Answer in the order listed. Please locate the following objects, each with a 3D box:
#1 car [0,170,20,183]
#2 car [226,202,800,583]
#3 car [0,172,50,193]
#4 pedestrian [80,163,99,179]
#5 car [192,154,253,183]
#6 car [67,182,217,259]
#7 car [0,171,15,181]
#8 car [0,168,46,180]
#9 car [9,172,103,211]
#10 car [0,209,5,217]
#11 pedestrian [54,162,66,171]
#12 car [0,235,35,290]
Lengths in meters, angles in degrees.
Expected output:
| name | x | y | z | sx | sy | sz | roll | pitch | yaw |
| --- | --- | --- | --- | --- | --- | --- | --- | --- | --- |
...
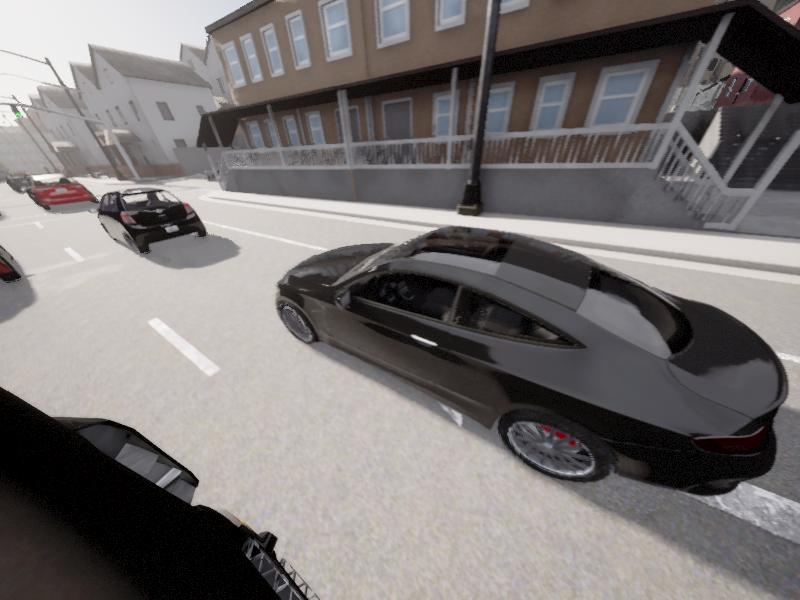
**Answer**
| name | x | y | z | sx | sy | sz | roll | pitch | yaw |
| --- | --- | --- | --- | --- | --- | --- | --- | --- | --- |
| car | -63.917 | -19.953 | 37.191 | 4.856 | 1.649 | 2.033 | 17 | 38 | 27 |
| car | 0.433 | -0.026 | 2.656 | 4.674 | 1.442 | 1.812 | 17 | 39 | 28 |
| car | -37.723 | -11.826 | 23.145 | 4.514 | 1.525 | 2.007 | 17 | 38 | 27 |
| pedestrian | -43.199 | -17.930 | 32.132 | 0.751 | 1.860 | 0.751 | 22 | 41 | 32 |
| car | -19.384 | -14.604 | 25.531 | 2.033 | 1.649 | 4.856 | 16 | 47 | 26 |
| car | -7.848 | -2.616 | 7.084 | 3.633 | 1.501 | 1.845 | 17 | 38 | 27 |
| car | -71.081 | -22.058 | 41.115 | 4.181 | 1.385 | 1.994 | 17 | 38 | 27 |
| car | -79.101 | -26.517 | 48.422 | 1.801 | 1.575 | 5.366 | -4 | 35 | -1 |
| car | -20.997 | -6.726 | 14.116 | 4.611 | 1.667 | 2.242 | 17 | 38 | 27 |
| car | -23.159 | -5.120 | 11.843 | 4.611 | 1.667 | 2.242 | 17 | 38 | 27 |
| pedestrian | -85.144 | -33.382 | 57.897 | 0.751 | 1.860 | 0.751 | 14 | 37 | 24 |
| car | -10.228 | -1.076 | 4.934 | 3.633 | 1.501 | 1.845 | 17 | 38 | 27 |
